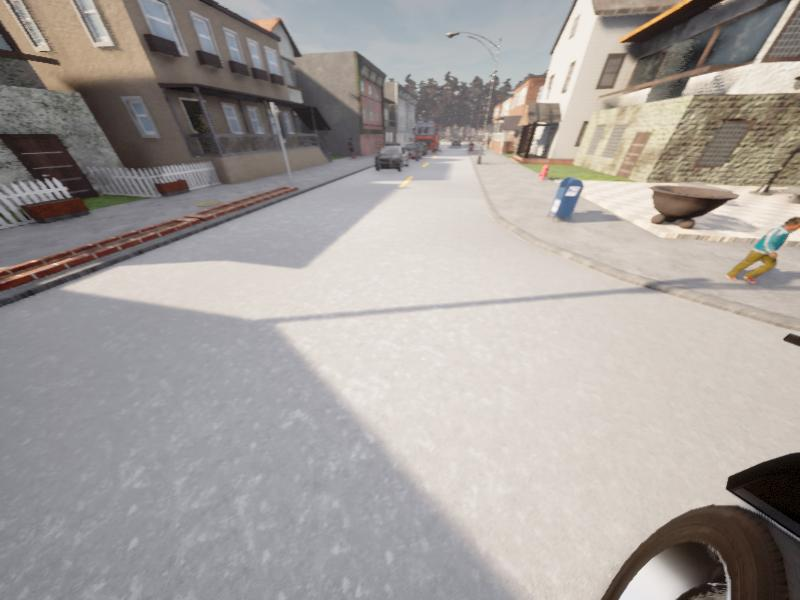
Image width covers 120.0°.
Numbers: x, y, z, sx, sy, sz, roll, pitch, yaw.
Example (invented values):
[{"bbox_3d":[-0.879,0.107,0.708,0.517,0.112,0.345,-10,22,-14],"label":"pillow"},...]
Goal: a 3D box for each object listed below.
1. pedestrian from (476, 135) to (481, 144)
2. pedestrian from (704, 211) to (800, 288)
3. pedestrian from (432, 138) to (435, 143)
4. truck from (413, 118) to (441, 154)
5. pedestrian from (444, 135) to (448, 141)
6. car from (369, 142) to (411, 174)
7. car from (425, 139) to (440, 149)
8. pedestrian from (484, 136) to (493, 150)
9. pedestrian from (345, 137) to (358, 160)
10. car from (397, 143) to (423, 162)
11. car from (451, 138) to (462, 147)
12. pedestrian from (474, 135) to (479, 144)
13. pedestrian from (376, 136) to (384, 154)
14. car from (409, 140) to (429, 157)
[{"bbox_3d":[19.742,-40.410,58.157,0.751,1.860,0.751,6,36,7],"label":"pedestrian"},{"bbox_3d":[5.969,-0.825,3.830,0.500,1.100,0.500,-7,36,-10],"label":"pedestrian"},{"bbox_3d":[9.128,-43.508,63.069,0.500,1.100,0.500,-1,36,-2],"label":"pedestrian"},{"bbox_3d":[4.140,-24.373,34.389,2.891,3.827,8.468,7,36,10],"label":"truck"},{"bbox_3d":[15.360,-53.863,76.811,0.751,1.860,0.751,-7,36,-10],"label":"pedestrian"},{"bbox_3d":[-0.561,-10.877,17.513,1.930,1.638,5.238,7,36,9],"label":"car"},{"bbox_3d":[5.962,-28.407,41.999,2.163,1.488,4.792,7,36,10],"label":"car"},{"bbox_3d":[13.965,-24.807,36.500,0.751,1.860,0.751,4,36,5],"label":"pedestrian"},{"bbox_3d":[-4.679,-14.634,22.299,0.751,1.860,0.751,25,42,30],"label":"pedestrian"},{"bbox_3d":[1.092,-15.080,23.585,1.994,1.385,4.181,7,36,10],"label":"car"},{"bbox_3d":[12.145,-34.148,49.949,2.038,1.542,4.974,7,36,10],"label":"car"},{"bbox_3d":[19.410,-40.786,58.676,0.751,1.860,0.751,4,36,5],"label":"pedestrian"},{"bbox_3d":[-2.520,-19.826,29.511,0.751,1.860,0.751,7,36,9],"label":"pedestrian"},{"bbox_3d":[2.359,-18.575,28.281,1.789,1.549,3.705,7,36,10],"label":"car"}]
